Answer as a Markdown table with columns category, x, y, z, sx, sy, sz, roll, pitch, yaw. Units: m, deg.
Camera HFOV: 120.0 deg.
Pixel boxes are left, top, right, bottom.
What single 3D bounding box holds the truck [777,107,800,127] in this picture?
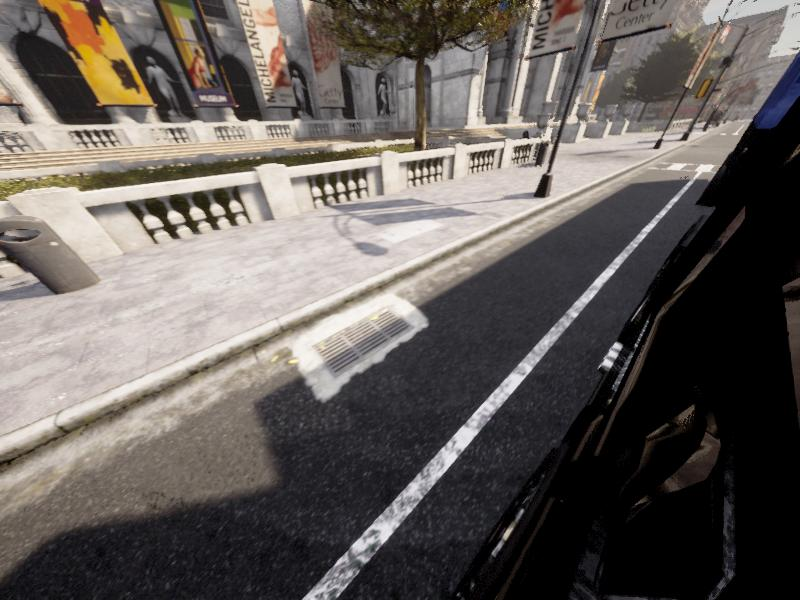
| category | x | y | z | sx | sy | sz | roll | pitch | yaw |
| --- | --- | --- | --- | --- | --- | --- | --- | --- | --- |
| truck | 66.482 | -30.658 | 38.632 | 5.204 | 2.467 | 2.627 | -28 | 43 | -30 |

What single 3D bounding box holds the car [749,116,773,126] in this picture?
| category | x | y | z | sx | sy | sz | roll | pitch | yaw |
| --- | --- | --- | --- | --- | --- | --- | --- | --- | --- |
| car | 69.472 | -34.536 | 44.519 | 3.806 | 1.475 | 1.970 | -28 | 43 | -30 |

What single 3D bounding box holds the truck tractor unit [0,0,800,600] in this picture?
| category | x | y | z | sx | sy | sz | roll | pitch | yaw |
| --- | --- | --- | --- | --- | --- | --- | --- | --- | --- |
| truck tractor unit | 2.645 | -0.295 | 0.351 | 6.516 | 4.208 | 3.053 | -28 | 44 | -30 |

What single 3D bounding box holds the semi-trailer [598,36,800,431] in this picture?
| category | x | y | z | sx | sy | sz | roll | pitch | yaw |
| --- | --- | --- | --- | --- | --- | --- | --- | --- | --- |
| semi-trailer | 8.693 | -3.597 | 4.250 | 14.254 | 4.402 | 2.717 | -28 | 43 | -30 |
